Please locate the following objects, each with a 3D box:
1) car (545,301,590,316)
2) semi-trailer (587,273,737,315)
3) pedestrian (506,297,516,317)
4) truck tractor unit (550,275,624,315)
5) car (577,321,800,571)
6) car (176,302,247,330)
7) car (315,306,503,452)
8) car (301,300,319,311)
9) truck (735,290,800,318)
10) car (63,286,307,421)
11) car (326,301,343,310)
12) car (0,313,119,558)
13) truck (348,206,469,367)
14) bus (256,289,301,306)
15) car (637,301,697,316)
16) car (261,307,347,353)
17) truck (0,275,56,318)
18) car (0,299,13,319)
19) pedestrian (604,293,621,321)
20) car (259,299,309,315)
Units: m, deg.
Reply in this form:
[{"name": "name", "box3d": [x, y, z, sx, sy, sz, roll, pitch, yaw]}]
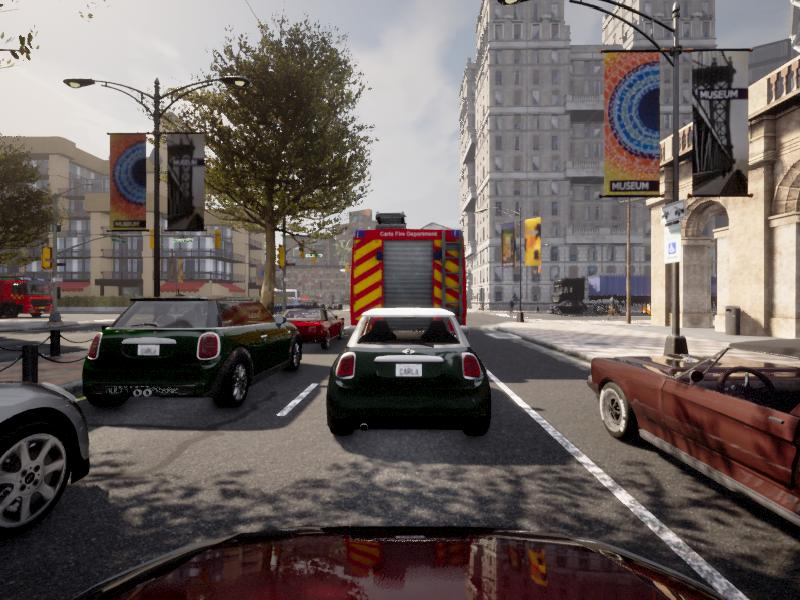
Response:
[{"name": "car", "box3d": [16.618, 0.826, 39.809, 3.633, 1.501, 1.845, 0, 0, 1]}, {"name": "semi-trailer", "box3d": [27.973, -0.617, 43.135, 14.254, 4.402, 2.717, 0, 0, 1]}, {"name": "pedestrian", "box3d": [10.605, 0.637, 38.228, 0.751, 1.860, 0.751, 0, 0, 2]}, {"name": "truck tractor unit", "box3d": [20.061, -0.516, 43.260, 6.516, 4.208, 3.053, 0, 0, 1]}, {"name": "car", "box3d": [3.308, 0.938, 3.058, 1.895, 1.301, 4.718, 0, 0, 1]}, {"name": "car", "box3d": [-10.828, 0.853, 23.323, 1.970, 1.475, 3.806, 0, 0, 8]}, {"name": "car", "box3d": [0.119, 0.853, 6.110, 1.970, 1.475, 3.806, 0, 0, 1]}, {"name": "car", "box3d": [-13.798, 0.815, 61.323, 1.789, 1.549, 3.705, 0, 0, 1]}, {"name": "truck", "box3d": [33.880, 0.357, 36.013, 5.204, 2.467, 2.627, 0, 0, 1]}, {"name": "car", "box3d": [-3.355, 0.694, 7.527, 2.097, 1.767, 4.553, 0, 0, 1]}, {"name": "car", "box3d": [-10.261, 0.853, 63.188, 1.970, 1.475, 3.806, 0, 0, 1]}, {"name": "car", "box3d": [-3.473, 0.853, 1.600, 1.970, 1.475, 3.806, 0, 0, 1]}, {"name": "truck", "box3d": [0.274, -0.321, 13.781, 2.891, 3.827, 8.468, 0, 0, 1]}, {"name": "bus", "box3d": [-30.942, -0.539, 102.441, 10.273, 4.253, 3.944, 0, 0, 2]}, {"name": "car", "box3d": [26.397, 0.828, 39.662, 4.514, 1.525, 2.007, 0, 0, 1]}, {"name": "car", "box3d": [-3.218, 0.944, 14.445, 1.895, 1.301, 4.718, 0, 0, 1]}, {"name": "truck", "box3d": [-37.345, -0.320, 37.063, 8.468, 3.827, 2.891, 0, 0, 1]}, {"name": "car", "box3d": [-36.048, 0.771, 33.548, 5.238, 1.638, 1.930, 0, 0, 0]}, {"name": "pedestrian", "box3d": [14.479, 0.485, 27.261, 0.751, 1.860, 0.751, 0, 0, 5]}, {"name": "car", "box3d": [-12.628, 0.777, 43.721, 4.856, 1.649, 2.033, 0, 0, 1]}]
